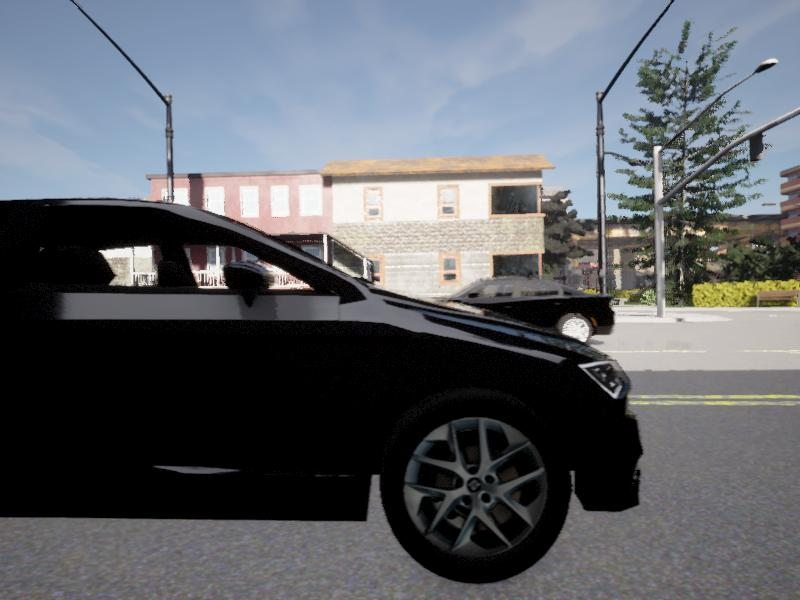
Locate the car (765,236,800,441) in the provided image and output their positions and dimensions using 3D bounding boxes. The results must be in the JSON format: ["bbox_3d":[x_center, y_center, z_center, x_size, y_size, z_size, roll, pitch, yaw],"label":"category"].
[{"bbox_3d":[5.141,0.259,2.144,4.674,1.442,1.812,0,0,1],"label":"car"}]

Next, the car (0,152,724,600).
[{"bbox_3d":[-1.036,0.251,2.233,4.193,1.474,1.816,0,0,1],"label":"car"}]

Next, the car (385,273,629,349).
[{"bbox_3d":[2.211,0.222,9.183,5.008,1.535,1.882,0,0,1],"label":"car"}]
